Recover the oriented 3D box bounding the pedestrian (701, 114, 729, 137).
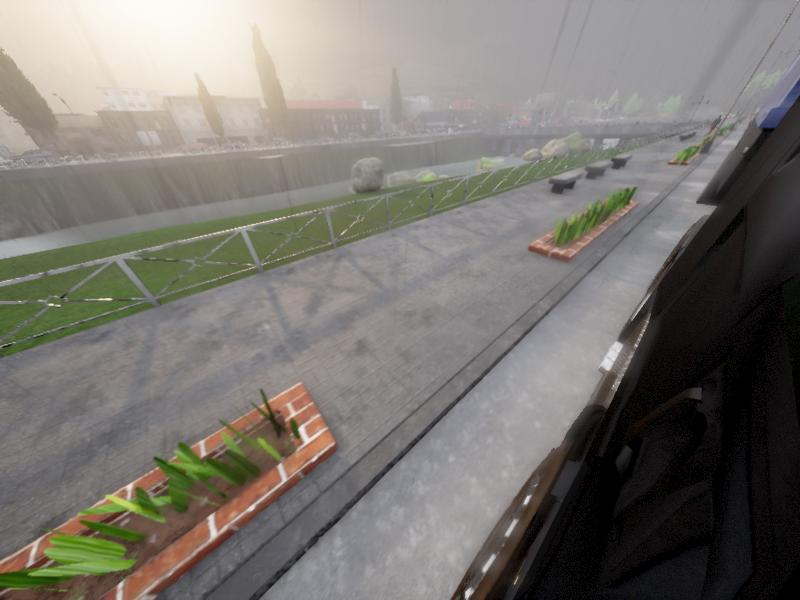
[{"bbox_3d":[32.028,-17.736,23.503,0.751,1.860,0.751,-20,40,-21],"label":"pedestrian"}]

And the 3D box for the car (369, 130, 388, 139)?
[{"bbox_3d":[-5.990,-45.980,64.166,4.856,1.649,2.033,-28,44,-30],"label":"car"}]

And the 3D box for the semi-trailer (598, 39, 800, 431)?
[{"bbox_3d":[8.693,-3.613,4.226,14.254,4.402,2.717,-28,44,-30],"label":"semi-trailer"}]

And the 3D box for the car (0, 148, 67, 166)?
[{"bbox_3d":[-53.051,-20.784,33.575,4.856,1.649,2.033,-29,44,-29],"label":"car"}]

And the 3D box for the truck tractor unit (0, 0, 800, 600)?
[{"bbox_3d":[2.645,-0.295,0.351,6.516,4.208,3.053,-28,44,-30],"label":"truck tractor unit"}]

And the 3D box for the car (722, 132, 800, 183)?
[{"bbox_3d":[15.667,-6.082,9.640,4.181,1.385,1.994,-28,43,-30],"label":"car"}]

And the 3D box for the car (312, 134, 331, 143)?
[{"bbox_3d":[-18.926,-38.983,55.801,3.806,1.475,1.970,-28,44,-30],"label":"car"}]

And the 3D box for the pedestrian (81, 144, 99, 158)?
[{"bbox_3d":[-51.883,-24.984,38.711,0.751,1.860,0.751,-13,38,-14],"label":"pedestrian"}]

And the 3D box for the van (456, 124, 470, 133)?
[{"bbox_3d":[21.259,-57.597,77.586,4.480,2.038,2.069,-28,44,-30],"label":"van"}]

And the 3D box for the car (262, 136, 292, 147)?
[{"bbox_3d":[-26.870,-34.802,50.593,5.238,1.638,1.930,-28,44,-30],"label":"car"}]

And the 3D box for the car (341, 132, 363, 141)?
[{"bbox_3d":[-12.377,-42.558,60.013,5.238,1.638,1.930,-28,44,-30],"label":"car"}]

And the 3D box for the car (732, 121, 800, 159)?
[{"bbox_3d":[21.944,-9.515,13.666,4.514,1.525,2.007,-28,44,-30],"label":"car"}]

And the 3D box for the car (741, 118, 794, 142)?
[{"bbox_3d":[31.932,-14.837,20.169,4.193,1.474,1.816,-28,44,-30],"label":"car"}]

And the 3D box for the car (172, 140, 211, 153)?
[{"bbox_3d":[-38.630,-28.496,42.950,5.027,1.651,2.152,-28,44,-30],"label":"car"}]

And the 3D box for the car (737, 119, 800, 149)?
[{"bbox_3d":[27.146,-12.297,17.045,4.514,1.525,2.007,-28,44,-30],"label":"car"}]

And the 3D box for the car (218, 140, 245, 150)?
[{"bbox_3d":[-33.633,-31.112,46.241,3.806,1.475,1.970,-28,44,-30],"label":"car"}]
